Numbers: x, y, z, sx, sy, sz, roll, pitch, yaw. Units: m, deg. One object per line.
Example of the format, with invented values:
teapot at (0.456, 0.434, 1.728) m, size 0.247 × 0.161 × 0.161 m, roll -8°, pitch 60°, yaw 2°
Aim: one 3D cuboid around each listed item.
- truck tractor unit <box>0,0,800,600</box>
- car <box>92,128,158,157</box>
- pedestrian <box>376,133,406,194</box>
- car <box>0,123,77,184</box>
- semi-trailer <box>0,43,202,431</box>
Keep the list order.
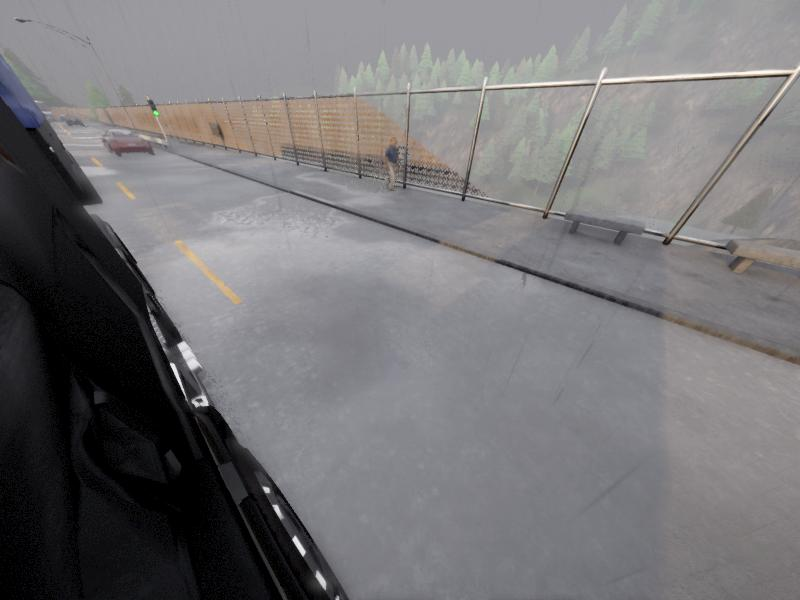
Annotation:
truck tractor unit at (-2.645, -0.295, 0.351) m, size 6.516 × 4.208 × 3.053 m, roll 28°, pitch 44°, yaw 30°
car at (-18.877, -10.878, 15.869) m, size 4.181 × 1.385 × 1.994 m, roll 27°, pitch 43°, yaw 29°
pedestrian at (-0.333, -5.117, 8.693) m, size 0.751 × 1.860 × 0.751 m, roll 25°, pitch 42°, yaw 27°
car at (-16.096, -6.404, 9.853) m, size 5.238 × 1.638 × 1.930 m, roll 28°, pitch 44°, yaw 30°
semi-trailer at (-8.698, -3.606, 4.228) m, size 14.254 × 4.402 × 2.717 m, roll 28°, pitch 44°, yaw 30°
